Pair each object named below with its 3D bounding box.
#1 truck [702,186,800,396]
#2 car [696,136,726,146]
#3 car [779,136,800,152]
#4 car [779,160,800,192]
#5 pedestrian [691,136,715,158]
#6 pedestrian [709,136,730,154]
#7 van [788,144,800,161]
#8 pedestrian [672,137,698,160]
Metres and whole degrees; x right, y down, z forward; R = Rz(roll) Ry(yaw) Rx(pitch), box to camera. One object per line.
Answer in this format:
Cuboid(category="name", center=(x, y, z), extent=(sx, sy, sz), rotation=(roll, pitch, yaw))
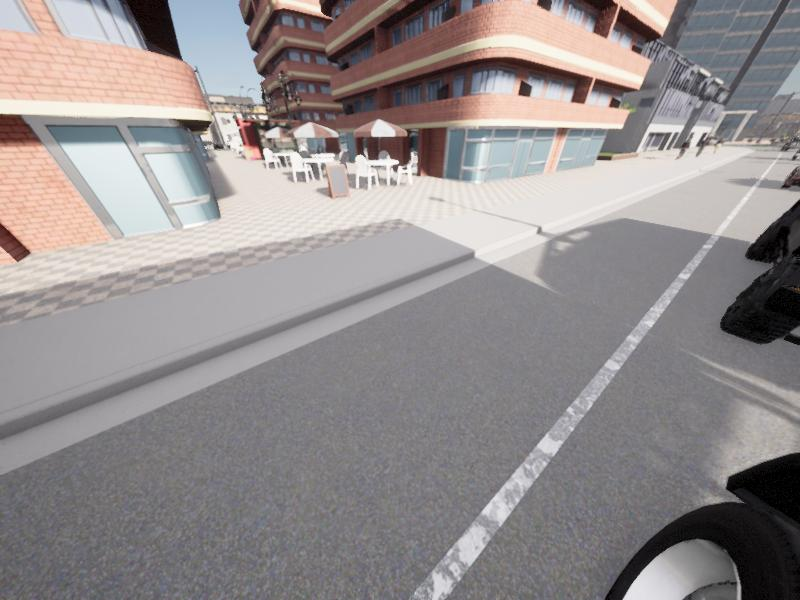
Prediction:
Cuboid(category="truck", center=(6.926, -0.662, 2.942), extent=(6.274, 2.098, 2.390), rotation=(-22, 41, -29))
Cuboid(category="car", center=(69.929, -35.813, 52.001), extent=(1.932, 1.855, 4.605), rotation=(15, 38, 20))
Cuboid(category="car", center=(58.272, -22.818, 33.760), extent=(4.605, 1.855, 1.932), rotation=(-28, 44, -33))
Cuboid(category="car", center=(20.485, -6.080, 11.020), extent=(4.181, 1.385, 1.994), rotation=(-23, 41, -28))
Cuboid(category="pedestrian", center=(31.990, -16.181, 24.431), extent=(0.751, 1.860, 0.751), rotation=(-28, 44, -33))
Cuboid(category="pedestrian", center=(40.461, -19.685, 29.278), extent=(0.751, 1.860, 0.751), rotation=(-30, 45, -35))
Cuboid(category="van", center=(40.850, -14.927, 22.687), extent=(4.480, 2.038, 2.069), rotation=(-23, 41, -28))
Cuboid(category="pedestrian", center=(27.244, -14.504, 22.110), extent=(0.751, 1.860, 0.751), rotation=(-21, 40, -26))
